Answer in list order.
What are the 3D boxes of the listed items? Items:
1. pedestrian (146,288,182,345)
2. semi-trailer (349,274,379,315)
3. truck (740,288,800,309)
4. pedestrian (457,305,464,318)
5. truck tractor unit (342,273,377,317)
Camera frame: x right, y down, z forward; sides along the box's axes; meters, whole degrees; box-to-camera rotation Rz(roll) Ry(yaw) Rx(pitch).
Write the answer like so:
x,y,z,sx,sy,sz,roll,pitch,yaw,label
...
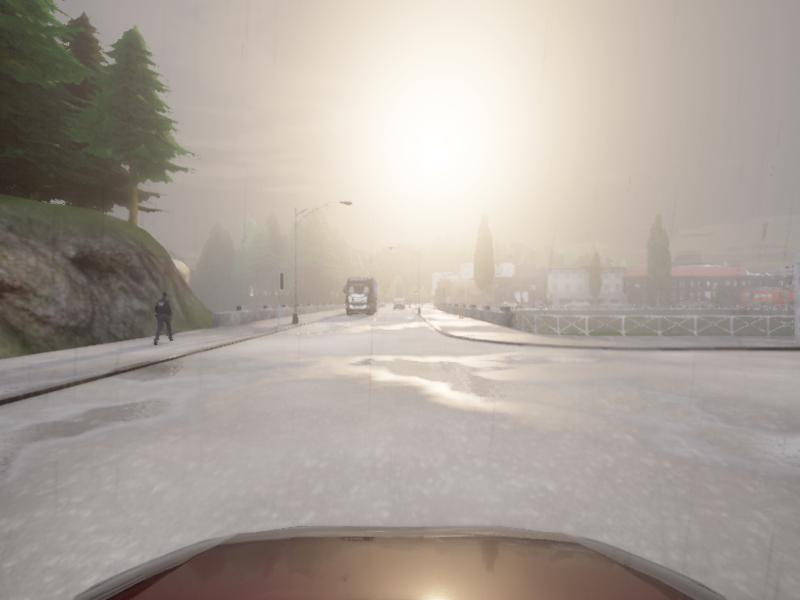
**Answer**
x,y,z,sx,sy,sz,roll,pitch,yaw,label
-7.913,0.549,13.453,0.751,1.860,0.751,0,0,2,pedestrian
-4.265,-0.558,49.945,2.717,4.402,14.254,0,0,-1,semi-trailer
67.095,-0.237,72.567,8.468,3.827,2.891,0,0,0,truck
5.151,0.954,34.119,0.500,1.100,0.500,0,0,-1,pedestrian
-4.121,-0.468,42.032,3.053,4.208,6.516,0,0,0,truck tractor unit
